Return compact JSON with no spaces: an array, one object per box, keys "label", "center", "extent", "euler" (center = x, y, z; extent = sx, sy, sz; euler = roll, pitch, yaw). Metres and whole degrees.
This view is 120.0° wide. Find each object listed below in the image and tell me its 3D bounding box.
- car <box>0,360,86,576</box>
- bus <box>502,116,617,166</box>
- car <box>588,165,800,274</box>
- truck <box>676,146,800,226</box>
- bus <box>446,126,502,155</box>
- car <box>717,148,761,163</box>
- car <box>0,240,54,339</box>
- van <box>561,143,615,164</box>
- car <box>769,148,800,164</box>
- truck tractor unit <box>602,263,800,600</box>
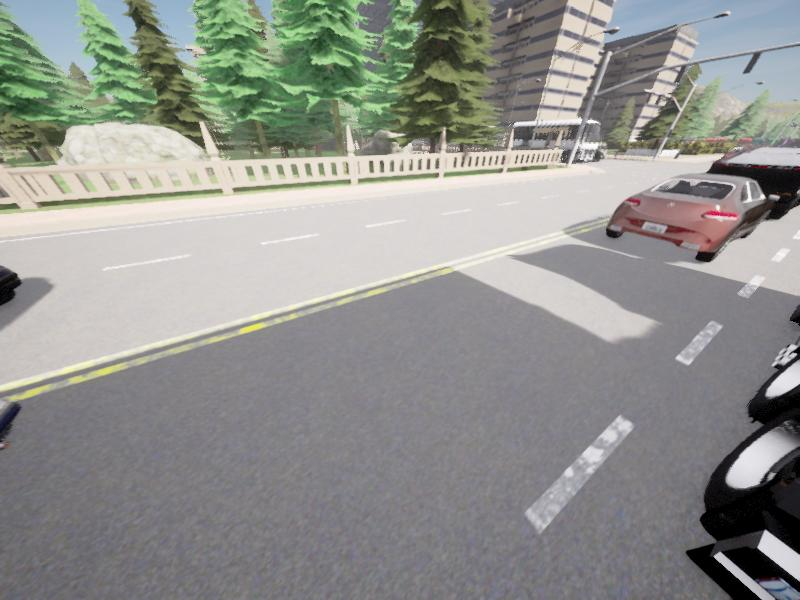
[{"label":"car","center":[-4.690,1.776,0.277],"extent":[4.718,1.301,1.895],"euler":[-18,39,-24]},{"label":"bus","center":[18.709,-19.535,28.524],"extent":[3.944,4.253,10.273],"euler":[-18,39,-24]},{"label":"car","center":[7.934,-2.462,6.192],"extent":[5.027,1.651,2.152],"euler":[-18,39,-24]},{"label":"truck","center":[14.425,-4.767,9.145],"extent":[6.274,2.098,2.390],"euler":[-18,39,-24]},{"label":"bus","center":[14.204,-31.769,46.067],"extent":[3.944,4.253,10.273],"euler":[-18,39,-24]},{"label":"car","center":[44.386,-18.929,30.262],"extent":[4.514,1.525,2.007],"euler":[-17,38,-23]},{"label":"car","center":[-7.452,0.238,2.190],"extent":[3.988,1.617,1.851],"euler":[-18,39,-24]},{"label":"van","center":[23.109,-18.204,28.632],"extent":[1.775,1.987,4.442],"euler":[-20,40,-26]},{"label":"car","center":[50.645,-18.617,29.864],"extent":[4.974,1.542,2.038],"euler":[-18,39,-24]},{"label":"truck tractor unit","center":[5.109,-0.303,0.782],"extent":[6.516,4.208,3.053],"euler":[-18,39,-24]}]
